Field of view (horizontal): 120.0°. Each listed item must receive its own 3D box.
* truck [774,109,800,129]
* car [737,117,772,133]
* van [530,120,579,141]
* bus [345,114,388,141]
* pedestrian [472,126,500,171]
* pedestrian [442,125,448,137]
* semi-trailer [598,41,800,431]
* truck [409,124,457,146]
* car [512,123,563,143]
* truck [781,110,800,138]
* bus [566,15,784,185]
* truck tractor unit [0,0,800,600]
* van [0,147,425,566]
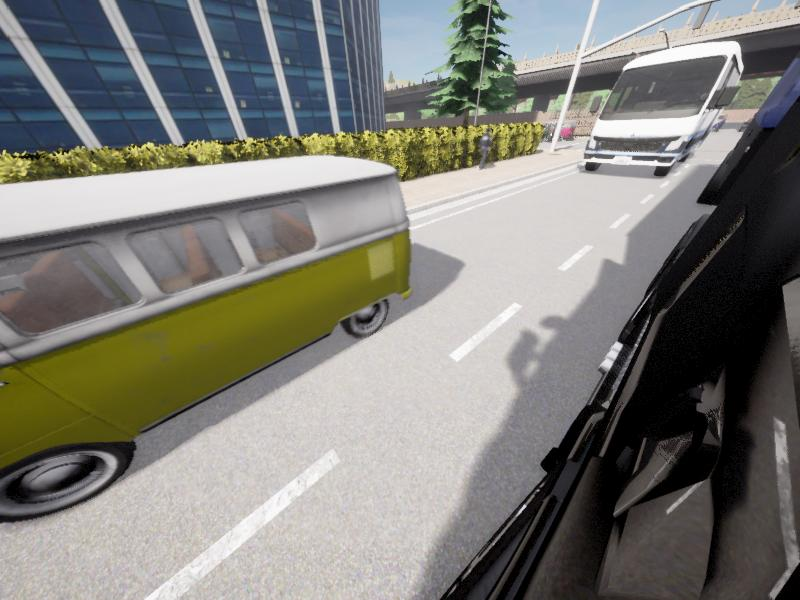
[{"bbox_3d":[55.490,-25.388,32.315,6.274,2.098,2.390,-28,44,-30],"label":"truck"},{"bbox_3d":[44.121,-21.818,28.801,4.674,1.442,1.812,-28,44,-30],"label":"car"},{"bbox_3d":[19.475,-21.489,29.337,1.775,1.987,4.442,-28,44,-30],"label":"van"},{"bbox_3d":[-7.406,-37.469,50.399,3.944,4.253,10.273,-28,44,-30],"label":"bus"},{"bbox_3d":[4.401,-7.837,11.968,0.751,1.860,0.751,-27,43,-29],"label":"pedestrian"},{"bbox_3d":[8.709,-32.873,44.983,0.751,1.860,0.751,-29,44,-31],"label":"pedestrian"},{"bbox_3d":[8.691,-3.611,4.233,14.254,4.402,2.717,-28,44,-30],"label":"semi-trailer"},{"bbox_3d":[4.262,-22.181,31.099,2.390,2.098,6.274,-28,44,-30],"label":"truck"},{"bbox_3d":[16.455,-20.221,27.989,2.097,1.767,4.553,-28,44,-30],"label":"car"},{"bbox_3d":[39.678,-17.083,21.920,5.204,2.467,2.627,-29,44,-29],"label":"truck"},{"bbox_3d":[13.294,-9.111,11.417,10.273,4.253,3.944,-28,44,-30],"label":"bus"},{"bbox_3d":[2.645,-0.295,0.352,6.516,4.208,3.053,-28,44,-30],"label":"truck tractor unit"},{"bbox_3d":[-1.996,-0.103,2.243,4.442,1.987,1.775,-28,44,-30],"label":"van"}]
